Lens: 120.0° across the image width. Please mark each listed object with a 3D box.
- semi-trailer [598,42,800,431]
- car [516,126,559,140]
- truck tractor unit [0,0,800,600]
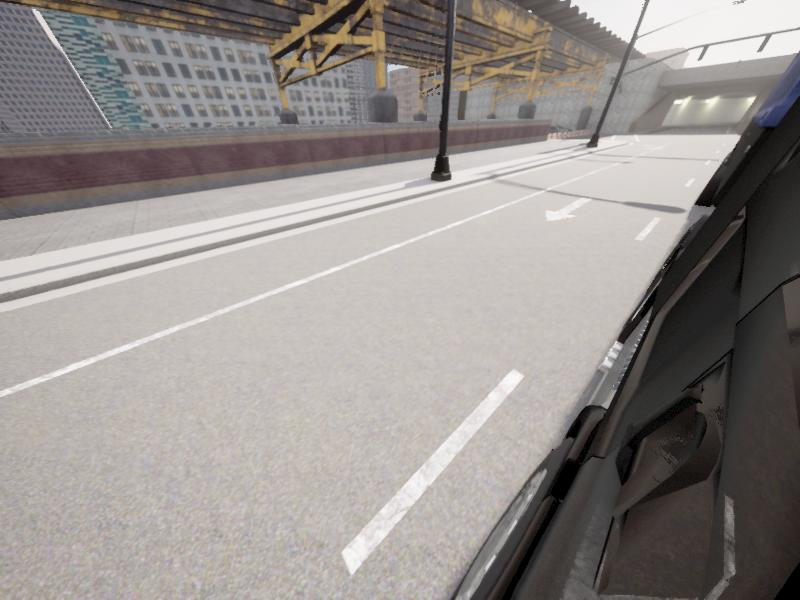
[{"bbox_3d":[8.692,-3.591,4.258,14.254,4.402,2.717,-28,44,-30],"label":"semi-trailer"},{"bbox_3d":[20.712,-25.337,35.087,4.974,1.542,2.038,1,37,4],"label":"car"},{"bbox_3d":[2.645,-0.295,0.351,6.516,4.208,3.053,-28,44,-30],"label":"truck tractor unit"}]
